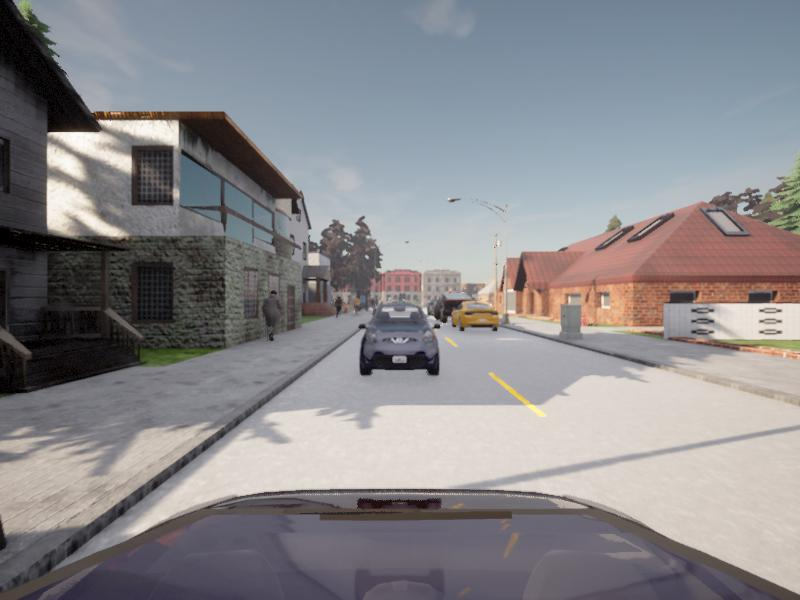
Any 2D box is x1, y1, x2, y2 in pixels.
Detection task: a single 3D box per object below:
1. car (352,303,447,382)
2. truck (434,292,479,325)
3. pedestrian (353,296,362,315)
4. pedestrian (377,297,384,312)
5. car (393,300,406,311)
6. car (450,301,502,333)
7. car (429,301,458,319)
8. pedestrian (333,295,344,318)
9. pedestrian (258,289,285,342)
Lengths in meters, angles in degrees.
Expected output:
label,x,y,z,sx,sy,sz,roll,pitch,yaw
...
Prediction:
label,x,y,z,sx,sy,sz,roll,pitch,yaw
car,-0.009,0.831,9.555,1.845,1.501,3.633,0,0,0
truck,3.971,0.552,29.225,2.390,2.098,6.274,0,0,0
pedestrian,-4.285,0.547,40.156,0.751,1.860,0.751,0,0,10
pedestrian,-2.448,0.542,50.673,0.751,1.860,0.751,0,0,7
car,-0.055,0.808,58.917,1.851,1.617,3.988,0,0,0
car,3.980,0.831,21.759,1.882,1.535,5.008,0,0,0
car,3.956,0.849,36.960,2.128,1.511,4.902,0,0,0
pedestrian,-4.995,0.544,32.532,0.751,1.860,0.751,0,0,2
pedestrian,-4.639,0.538,14.481,0.751,1.860,0.751,0,0,0
